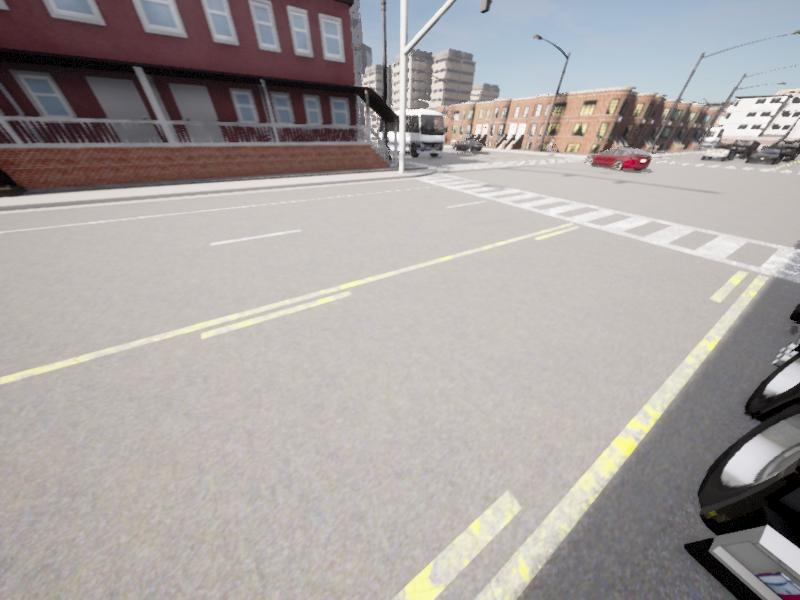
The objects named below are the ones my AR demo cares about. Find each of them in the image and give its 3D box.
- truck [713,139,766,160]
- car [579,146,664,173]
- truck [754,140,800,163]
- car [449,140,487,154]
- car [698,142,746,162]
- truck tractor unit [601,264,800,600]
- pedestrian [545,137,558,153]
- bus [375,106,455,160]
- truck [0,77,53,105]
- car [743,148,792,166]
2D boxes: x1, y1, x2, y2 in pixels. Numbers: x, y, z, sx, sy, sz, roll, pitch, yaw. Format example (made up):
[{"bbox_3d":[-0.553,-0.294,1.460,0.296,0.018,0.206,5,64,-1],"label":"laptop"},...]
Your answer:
[{"bbox_3d":[45.097,-20.025,30.659,6.274,2.098,2.390,-19,40,-25],"label":"truck"},{"bbox_3d":[17.854,-11.647,19.036,2.163,1.488,4.792,-2,36,-4],"label":"car"},{"bbox_3d":[46.447,-18.091,28.026,6.274,2.098,2.390,-19,40,-25],"label":"truck"},{"bbox_3d":[9.585,-21.891,32.940,2.128,1.511,4.902,-18,40,-24],"label":"car"},{"bbox_3d":[38.206,-17.626,27.389,4.605,1.855,1.932,-19,40,-25],"label":"car"},{"bbox_3d":[5.129,-0.282,0.762,6.516,4.208,3.053,-18,40,-24],"label":"truck tractor unit"},{"bbox_3d":[20.984,-21.498,32.054,0.751,1.860,0.751,-22,42,-28],"label":"pedestrian"},{"bbox_3d":[1.185,-19.510,27.139,3.944,4.253,10.273,-19,40,-25],"label":"bus"},{"bbox_3d":[-56.575,-30.727,33.485,6.274,2.098,2.390,-8,35,-32],"label":"truck"},{"bbox_3d":[39.807,-15.571,25.027,4.181,1.385,1.994,-19,40,-25],"label":"car"}]
